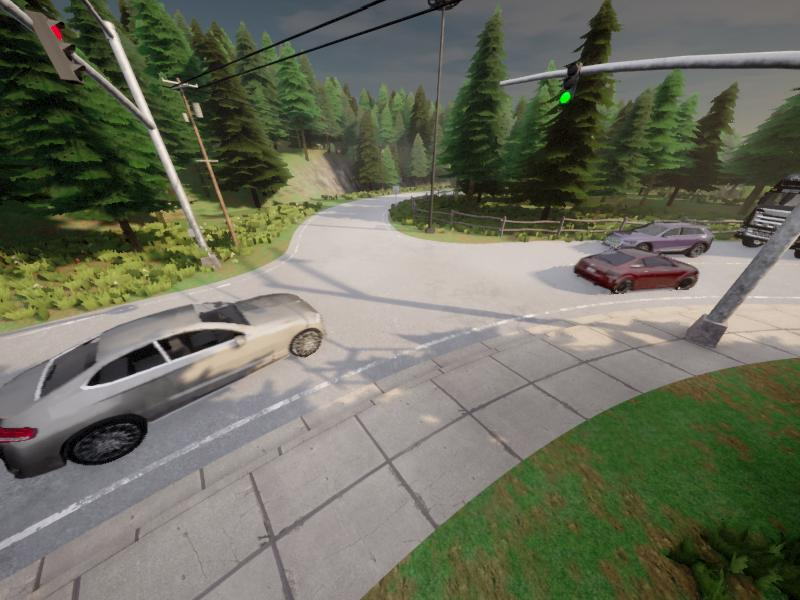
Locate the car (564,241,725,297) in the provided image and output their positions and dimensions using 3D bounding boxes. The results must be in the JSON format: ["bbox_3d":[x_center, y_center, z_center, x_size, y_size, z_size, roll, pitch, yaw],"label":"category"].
[{"bbox_3d":[9.470,-1.338,9.259,4.181,1.385,1.994,-4,30,-6],"label":"car"}]

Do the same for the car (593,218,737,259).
[{"bbox_3d":[13.963,-3.365,12.511,4.856,1.649,2.033,0,30,0],"label":"car"}]

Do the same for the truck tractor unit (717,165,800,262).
[{"bbox_3d":[22.726,-4.415,11.743,6.516,4.208,3.053,1,30,1],"label":"truck tractor unit"}]

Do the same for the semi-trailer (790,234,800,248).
[{"bbox_3d":[30.635,-4.395,11.504,14.254,4.402,2.717,1,30,1],"label":"semi-trailer"}]

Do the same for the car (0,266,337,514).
[{"bbox_3d":[-4.252,0.978,4.995,2.152,1.651,5.027,26,39,37],"label":"car"}]
